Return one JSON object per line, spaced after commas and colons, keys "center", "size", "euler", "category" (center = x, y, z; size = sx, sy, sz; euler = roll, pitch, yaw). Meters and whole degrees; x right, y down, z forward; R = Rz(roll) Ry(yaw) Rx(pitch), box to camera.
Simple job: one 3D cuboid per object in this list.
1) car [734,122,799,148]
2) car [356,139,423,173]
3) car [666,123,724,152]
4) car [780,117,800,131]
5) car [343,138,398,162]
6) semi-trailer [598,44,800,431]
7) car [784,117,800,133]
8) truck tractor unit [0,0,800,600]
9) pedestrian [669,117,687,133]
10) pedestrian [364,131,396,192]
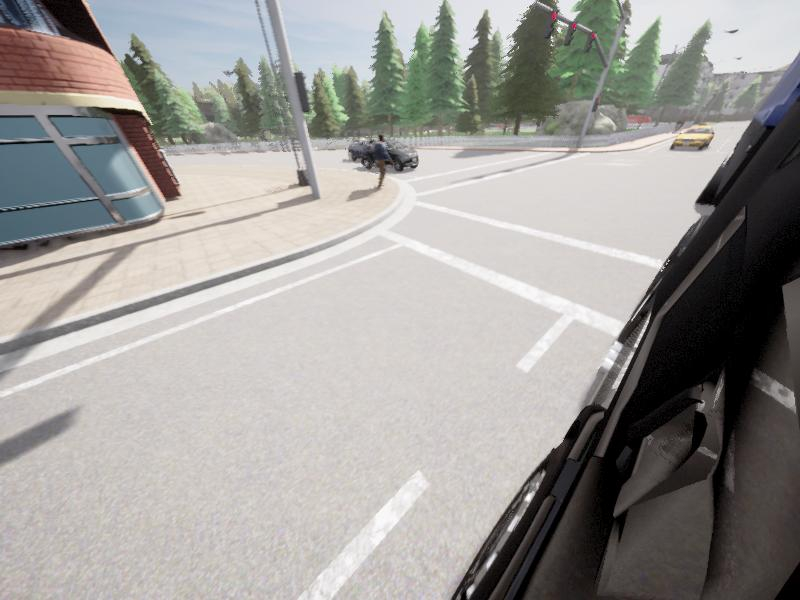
{"center": [29.467, -13.418, 18.721], "size": [4.792, 1.488, 2.163], "euler": [-28, 44, -30], "category": "car"}
{"center": [-0.654, -8.970, 14.274], "size": [3.705, 1.549, 1.789], "euler": [23, 44, 30], "category": "car"}
{"center": [23.710, -13.105, 18.536], "size": [5.366, 1.575, 1.801], "euler": [-27, 43, -29], "category": "car"}
{"center": [56.472, -25.016, 32.742], "size": [4.792, 1.488, 2.163], "euler": [-28, 44, -30], "category": "car"}
{"center": [-2.349, -12.217, 18.771], "size": [3.806, 1.475, 1.970], "euler": [17, 41, 24], "category": "car"}
{"center": [8.696, -3.595, 4.247], "size": [14.254, 4.402, 2.717], "euler": [-28, 44, -30], "category": "semi-trailer"}
{"center": [51.354, -22.296, 29.340], "size": [5.008, 1.535, 1.882], "euler": [-28, 44, -30], "category": "car"}
{"center": [2.645, -0.295, 0.351], "size": [6.516, 4.208, 3.053], "euler": [-28, 44, -30], "category": "truck tractor unit"}
{"center": [39.489, -24.804, 32.777], "size": [0.751, 1.860, 0.751], "euler": [-22, 41, -25], "category": "pedestrian"}
{"center": [-0.713, -5.130, 8.596], "size": [0.751, 1.860, 0.751], "euler": [-25, 43, -28], "category": "pedestrian"}
